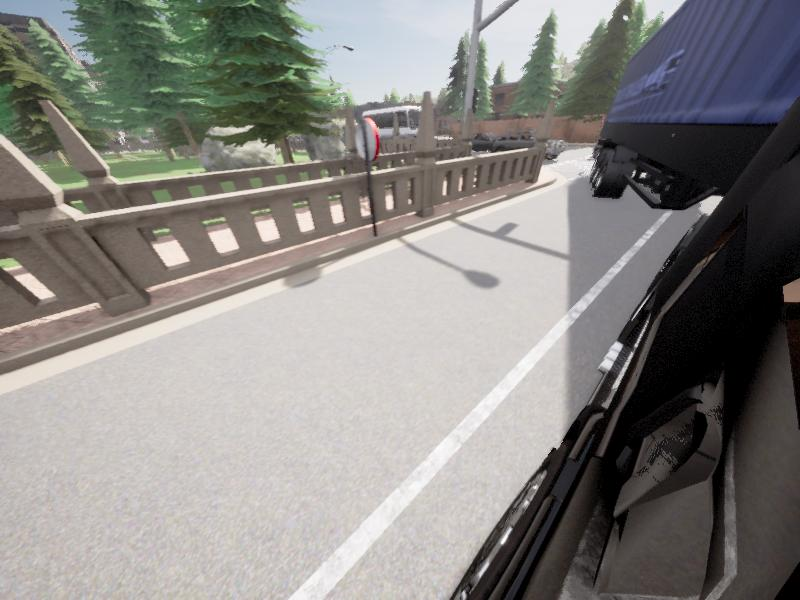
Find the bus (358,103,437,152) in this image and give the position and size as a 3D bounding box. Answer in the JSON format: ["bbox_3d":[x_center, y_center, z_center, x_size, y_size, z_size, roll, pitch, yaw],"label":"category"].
[{"bbox_3d":[-0.617,-21.394,28.947,3.944,4.253,10.273,-28,43,-30],"label":"bus"}]

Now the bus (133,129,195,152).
[{"bbox_3d":[-60.633,-41.541,59.916,10.273,4.253,3.944,-28,43,-30],"label":"bus"}]

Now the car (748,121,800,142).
[{"bbox_3d":[33.874,-15.322,20.972,4.181,1.385,1.994,-27,43,-29],"label":"car"}]

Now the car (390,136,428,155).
[{"bbox_3d":[0.894,-15.902,23.740,1.845,1.501,3.633,-28,43,-30],"label":"car"}]

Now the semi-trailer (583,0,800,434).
[{"bbox_3d":[7.118,-4.346,5.343,2.717,4.402,14.254,18,41,25],"label":"semi-trailer"}]

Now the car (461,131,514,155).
[{"bbox_3d":[7.864,-14.386,21.185,1.851,1.617,3.988,-28,43,-30],"label":"car"}]

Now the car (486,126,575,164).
[{"bbox_3d":[8.655,-10.631,15.856,1.932,1.855,4.605,-27,42,-29],"label":"car"}]

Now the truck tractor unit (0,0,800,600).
[{"bbox_3d":[2.645,-0.295,0.352,6.516,4.208,3.053,-28,44,-30],"label":"truck tractor unit"}]
